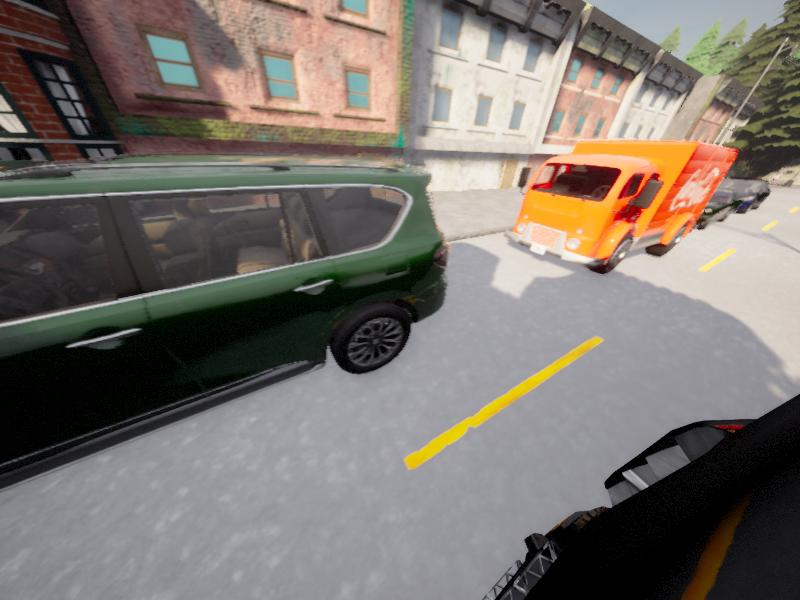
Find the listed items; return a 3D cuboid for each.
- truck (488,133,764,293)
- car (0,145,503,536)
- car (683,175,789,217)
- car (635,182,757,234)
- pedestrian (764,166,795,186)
[{"bbox_3d":[5.325,-2.460,5.749,5.204,2.467,2.627,-16,38,-26],"label":"truck"},{"bbox_3d":[-2.062,-0.165,2.176,5.566,2.045,2.150,-16,38,-26],"label":"car"},{"bbox_3d":[17.941,-5.683,12.357,4.792,1.488,2.163,-16,38,-26],"label":"car"},{"bbox_3d":[12.210,-3.953,9.530,4.718,1.301,1.895,-16,38,-26],"label":"car"},{"bbox_3d":[42.304,-13.898,25.795,0.751,1.860,0.751,16,36,19],"label":"pedestrian"}]
